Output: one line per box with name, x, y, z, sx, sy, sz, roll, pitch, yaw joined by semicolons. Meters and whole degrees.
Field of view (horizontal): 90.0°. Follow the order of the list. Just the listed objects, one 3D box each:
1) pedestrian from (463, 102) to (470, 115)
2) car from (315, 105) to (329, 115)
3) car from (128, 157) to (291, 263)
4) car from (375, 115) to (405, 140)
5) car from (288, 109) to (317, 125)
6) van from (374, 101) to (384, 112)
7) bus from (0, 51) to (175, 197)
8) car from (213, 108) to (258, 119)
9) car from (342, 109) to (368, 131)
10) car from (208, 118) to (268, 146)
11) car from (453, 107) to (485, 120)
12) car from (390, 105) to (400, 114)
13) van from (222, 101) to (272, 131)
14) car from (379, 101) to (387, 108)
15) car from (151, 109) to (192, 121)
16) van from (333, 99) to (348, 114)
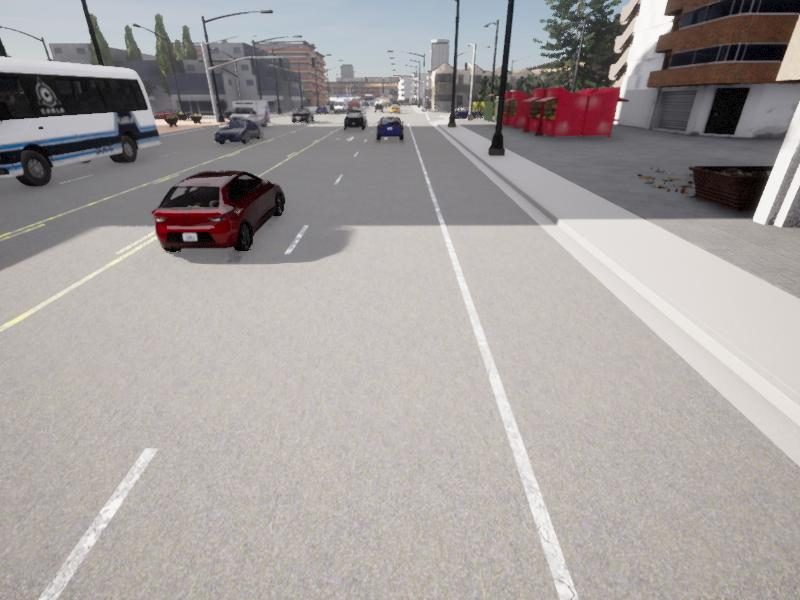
pedestrian;10.879;-31.287;65.421;0.751;1.860;0.751;-15;30;-27
car;-14.908;-36.280;76.324;1.816;1.474;4.193;0;27;0
car;-4.125;-2.362;9.583;1.816;1.474;4.193;0;27;0
car;-0.736;-13.364;30.873;2.163;1.488;4.792;0;27;0
car;-11.298;-21.407;46.604;2.128;1.511;4.902;0;27;0
van;-4.455;-41.291;85.432;2.069;2.038;4.480;0;27;0
bus;-14.565;-7.666;16.899;3.944;4.253;10.273;0;27;0
car;-23.311;-26.485;56.866;5.357;1.411;2.033;0;26;0
car;-4.249;-17.450;38.666;1.930;1.638;5.238;0;27;0
car;-11.192;-11.860;28.109;2.033;1.411;5.357;0;27;0
car;9.210;-24.968;53.554;3.806;1.475;1.970;0;26;0
car;-0.927;-37.495;78.603;1.882;1.535;5.008;0;27;0
van;-14.800;-18.195;39.330;2.351;2.431;6.366;0;27;0
car;-4.502;-51.198;104.665;1.801;1.575;5.366;0;28;0
car;-30.630;-24.913;53.772;4.181;1.385;1.994;0;26;0
van;-11.404;-37.135;76.728;1.988;2.561;5.915;0;27;0
